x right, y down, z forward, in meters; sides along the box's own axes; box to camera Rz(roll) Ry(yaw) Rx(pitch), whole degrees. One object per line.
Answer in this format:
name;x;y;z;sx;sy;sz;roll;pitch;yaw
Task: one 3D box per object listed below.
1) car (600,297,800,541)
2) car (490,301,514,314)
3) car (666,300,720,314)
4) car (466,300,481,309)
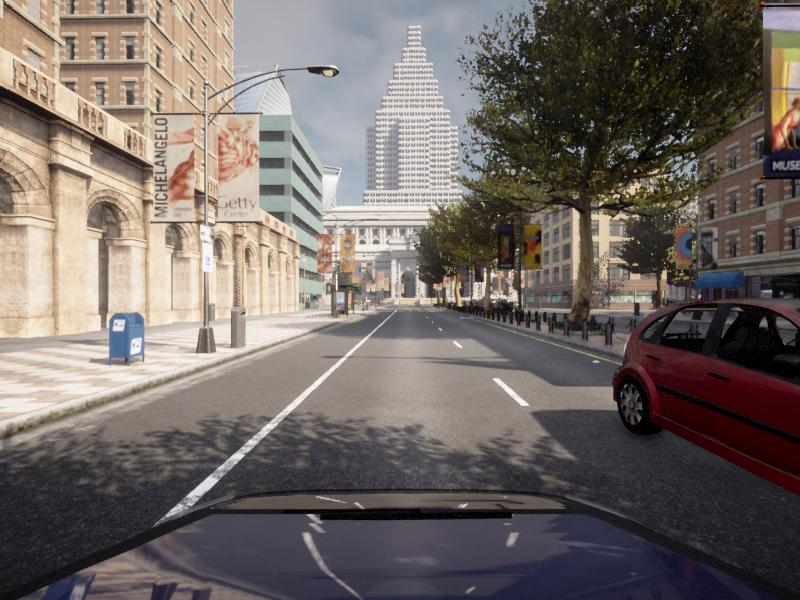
car;3.587;0.788;3.390;1.851;1.617;3.988;0;0;1
car;12.486;0.870;49.378;1.812;1.442;4.674;0;0;1
car;34.731;0.826;47.556;4.974;1.542;2.038;0;0;-1
car;12.915;0.823;70.753;1.882;1.535;5.008;0;0;1
